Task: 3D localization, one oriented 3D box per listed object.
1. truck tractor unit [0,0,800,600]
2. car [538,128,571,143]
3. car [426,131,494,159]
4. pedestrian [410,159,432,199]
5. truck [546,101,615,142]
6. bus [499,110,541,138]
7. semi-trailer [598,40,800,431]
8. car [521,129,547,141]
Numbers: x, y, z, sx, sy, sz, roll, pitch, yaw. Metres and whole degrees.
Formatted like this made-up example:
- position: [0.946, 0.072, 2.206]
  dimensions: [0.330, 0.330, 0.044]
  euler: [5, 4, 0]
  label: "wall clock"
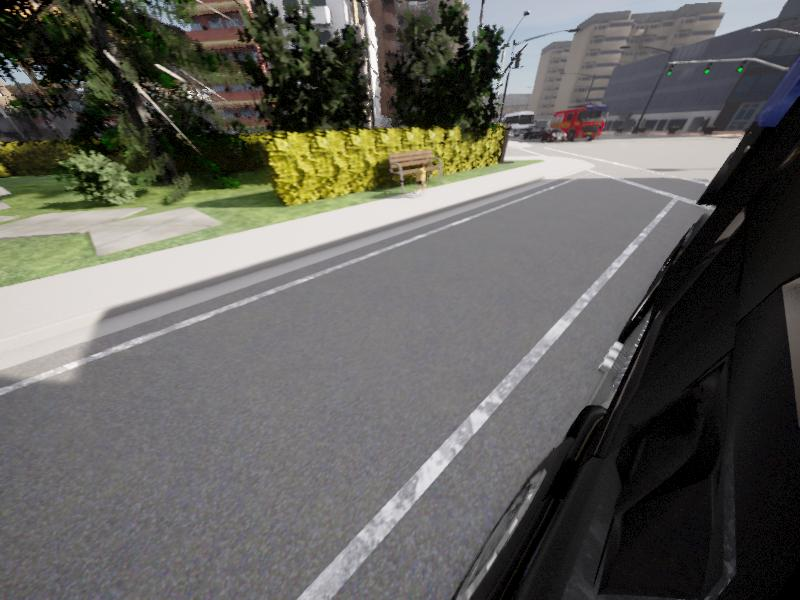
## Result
- position: [2.645, -0.295, 0.351]
  dimensions: [6.516, 4.208, 3.053]
  euler: [-28, 44, -30]
  label: "truck tractor unit"
- position: [19.839, -21.298, 29.878]
  dimensions: [1.970, 1.475, 3.806]
  euler: [2, 37, 5]
  label: "car"
- position: [4.741, -12.785, 19.038]
  dimensions: [5.027, 1.651, 2.152]
  euler: [2, 37, 6]
  label: "car"
- position: [0.699, -4.097, 7.827]
  dimensions: [0.500, 1.100, 0.500]
  euler: [21, 43, 28]
  label: "pedestrian"
- position: [23.514, -23.719, 31.009]
  dimensions: [2.891, 3.827, 8.468]
  euler: [2, 36, 5]
  label: "truck"
- position: [25.660, -38.141, 50.285]
  dimensions: [3.944, 4.253, 10.273]
  euler: [-1, 36, 2]
  label: "bus"
- position: [8.706, -3.584, 4.242]
  dimensions: [14.254, 4.402, 2.717]
  euler: [-28, 44, -30]
  label: "semi-trailer"
- position: [20.517, -25.392, 35.509]
  dimensions: [1.994, 1.385, 4.181]
  euler: [2, 36, 6]
  label: "car"
